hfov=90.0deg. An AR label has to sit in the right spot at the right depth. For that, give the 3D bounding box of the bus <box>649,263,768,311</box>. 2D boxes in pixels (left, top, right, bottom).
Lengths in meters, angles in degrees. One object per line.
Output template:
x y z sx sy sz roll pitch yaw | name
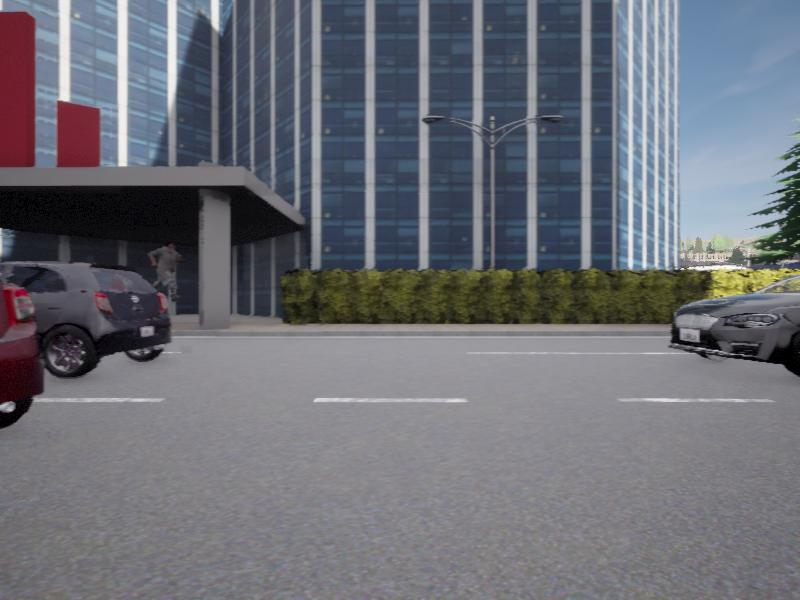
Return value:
30.130 -1.123 40.047 3.944 4.253 10.273 0 0 0 | bus

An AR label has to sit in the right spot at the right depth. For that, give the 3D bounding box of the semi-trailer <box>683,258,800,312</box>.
34.080 -1.205 39.172 2.717 4.402 14.254 0 0 0 | semi-trailer

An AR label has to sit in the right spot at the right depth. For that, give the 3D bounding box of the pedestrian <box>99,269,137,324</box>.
-9.775 -0.119 13.891 0.751 1.860 0.751 0 0 4 | pedestrian

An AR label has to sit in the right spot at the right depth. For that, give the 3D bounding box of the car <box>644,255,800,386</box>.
6.575 0.238 5.698 4.902 1.511 2.128 0 0 0 | car

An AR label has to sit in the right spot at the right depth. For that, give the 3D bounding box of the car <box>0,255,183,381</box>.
-5.411 0.223 5.699 3.633 1.501 1.845 0 0 0 | car

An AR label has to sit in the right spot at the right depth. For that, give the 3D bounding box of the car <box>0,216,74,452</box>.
-4.362 0.223 2.198 3.633 1.501 1.845 0 0 0 | car
